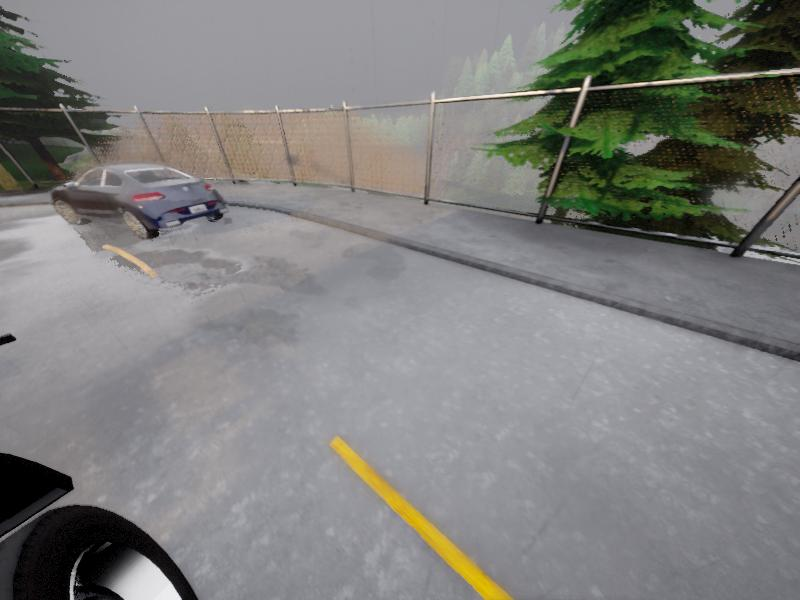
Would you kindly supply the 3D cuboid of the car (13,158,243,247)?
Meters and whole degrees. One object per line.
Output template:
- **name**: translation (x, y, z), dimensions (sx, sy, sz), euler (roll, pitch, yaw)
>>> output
- **car**: translation (-7.757, -3.096, 6.837), dimensions (5.027, 1.651, 2.152), euler (13, 37, 16)
